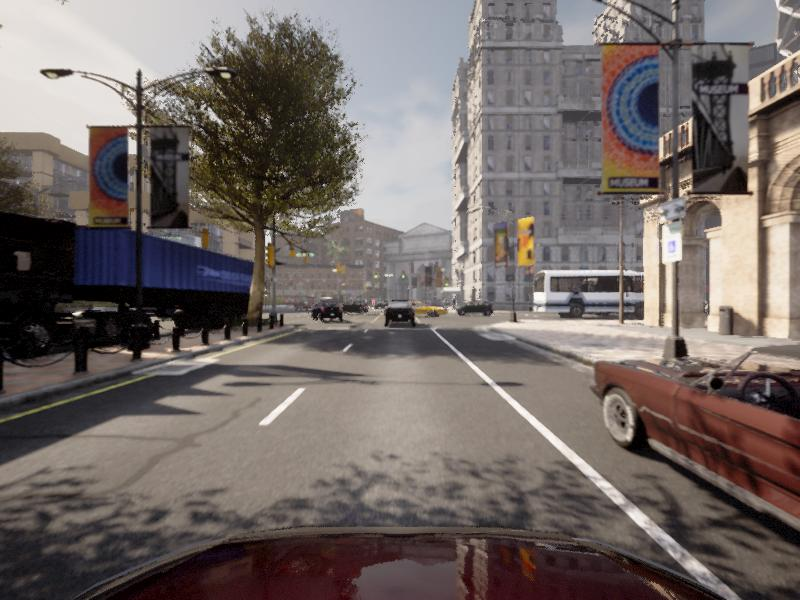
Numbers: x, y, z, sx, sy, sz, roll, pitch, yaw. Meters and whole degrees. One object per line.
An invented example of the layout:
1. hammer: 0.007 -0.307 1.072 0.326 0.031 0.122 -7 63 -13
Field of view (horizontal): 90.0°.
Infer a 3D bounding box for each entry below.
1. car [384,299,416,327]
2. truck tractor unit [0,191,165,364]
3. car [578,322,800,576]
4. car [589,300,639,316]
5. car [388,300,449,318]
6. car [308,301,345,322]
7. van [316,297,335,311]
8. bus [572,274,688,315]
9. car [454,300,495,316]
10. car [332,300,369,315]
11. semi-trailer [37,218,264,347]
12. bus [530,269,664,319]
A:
1. car: -0.001 0.772 26.427 1.930 1.638 5.238 0 0 0
2. truck tractor unit: -11.130 -0.524 12.887 3.053 4.208 6.516 0 0 3
3. car: 3.251 0.939 2.801 1.895 1.301 4.718 0 0 0
4. car: 21.272 0.789 39.837 3.988 1.617 1.851 0 0 0
5. car: 1.695 0.802 37.119 5.366 1.575 1.801 0 0 19
6. car: -5.617 0.827 30.261 1.845 1.501 3.633 0 0 -25
7. van: -11.488 0.573 62.183 2.069 2.038 4.480 0 0 0
8. bus: 24.557 -0.533 43.227 10.273 4.253 3.944 0 0 0
9. car: 7.356 0.816 39.760 3.705 1.549 1.789 0 0 0
10. car: -5.311 0.816 43.190 3.705 1.549 1.789 0 0 0
11. semi-trailer: -10.955 -0.617 20.796 2.717 4.402 14.254 0 0 1
12. bus: 17.577 -0.534 36.437 10.273 4.253 3.944 0 0 0
